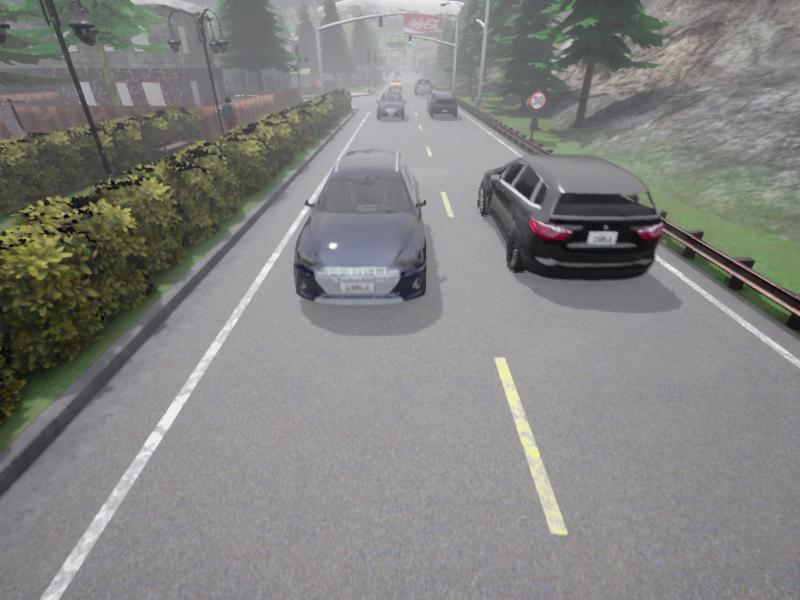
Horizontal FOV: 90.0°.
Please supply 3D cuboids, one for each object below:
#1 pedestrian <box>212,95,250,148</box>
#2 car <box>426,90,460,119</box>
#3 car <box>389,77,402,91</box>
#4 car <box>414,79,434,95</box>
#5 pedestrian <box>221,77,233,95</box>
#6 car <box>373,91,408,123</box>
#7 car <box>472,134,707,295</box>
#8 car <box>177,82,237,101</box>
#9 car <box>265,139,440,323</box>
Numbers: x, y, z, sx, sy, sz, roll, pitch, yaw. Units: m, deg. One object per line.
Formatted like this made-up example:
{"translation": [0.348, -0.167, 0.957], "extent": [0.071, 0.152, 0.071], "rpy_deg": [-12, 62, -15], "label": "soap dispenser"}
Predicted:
{"translation": [-6.718, -7.127, 15.990], "extent": [0.751, 1.860, 0.751], "rpy_deg": [9, 31, 14], "label": "pedestrian"}
{"translation": [2.929, -13.764, 28.051], "extent": [1.837, 1.490, 4.892], "rpy_deg": [0, 30, 0], "label": "car"}
{"translation": [-0.587, -30.438, 56.338], "extent": [1.801, 1.575, 5.366], "rpy_deg": [0, 30, 0], "label": "car"}
{"translation": [2.916, -26.572, 49.857], "extent": [2.242, 1.667, 4.611], "rpy_deg": [0, 30, 0], "label": "car"}
{"translation": [-20.890, -25.862, 48.326], "extent": [0.751, 1.860, 0.751], "rpy_deg": [6, 31, 11], "label": "pedestrian"}
{"translation": [-0.567, -12.865, 26.497], "extent": [2.128, 1.511, 4.902], "rpy_deg": [0, 30, 0], "label": "car"}
{"translation": [2.941, -1.960, 7.696], "extent": [2.242, 1.667, 4.611], "rpy_deg": [0, 30, 0], "label": "car"}
{"translation": [-20.410, -22.152, 42.555], "extent": [5.238, 1.638, 1.930], "rpy_deg": [3, 30, 5], "label": "car"}
{"translation": [-0.556, -1.629, 7.170], "extent": [2.033, 1.649, 4.856], "rpy_deg": [0, 30, 0], "label": "car"}
